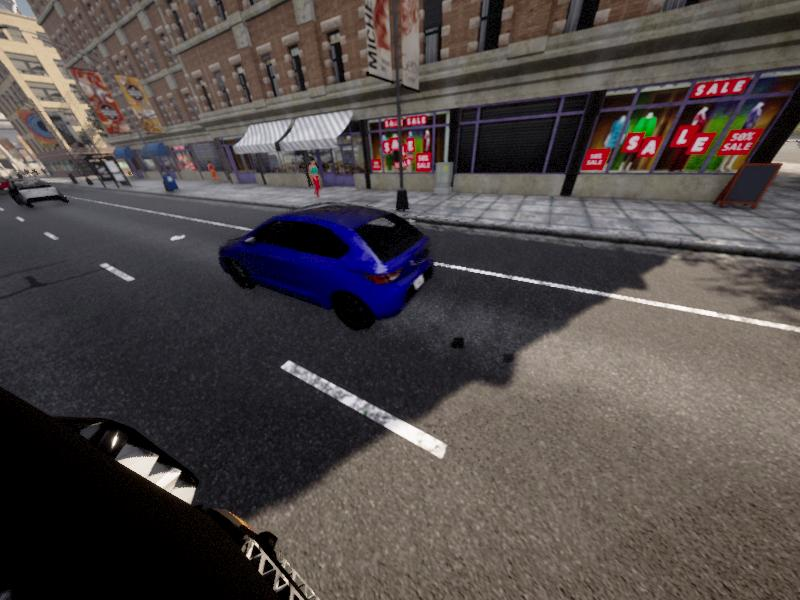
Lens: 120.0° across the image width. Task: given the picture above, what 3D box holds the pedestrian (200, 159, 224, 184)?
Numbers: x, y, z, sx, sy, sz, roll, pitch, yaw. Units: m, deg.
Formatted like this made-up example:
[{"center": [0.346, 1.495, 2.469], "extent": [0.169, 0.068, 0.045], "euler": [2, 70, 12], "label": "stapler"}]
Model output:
[{"center": [-16.825, -11.512, 20.741], "extent": [0.751, 1.860, 0.751], "euler": [13, 37, 23], "label": "pedestrian"}]

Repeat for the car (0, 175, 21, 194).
[{"center": [-43.482, -12.531, 25.095], "extent": [3.705, 1.549, 1.789], "euler": [17, 39, 28], "label": "car"}]

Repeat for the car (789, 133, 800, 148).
[{"center": [45.036, -16.935, 24.279], "extent": [1.930, 1.638, 5.238], "euler": [15, 38, 25], "label": "car"}]

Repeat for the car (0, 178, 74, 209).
[{"center": [-25.145, -7.427, 15.896], "extent": [4.514, 1.525, 2.007], "euler": [15, 38, 26], "label": "car"}]

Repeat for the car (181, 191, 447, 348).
[{"center": [-1.520, -0.932, 4.178], "extent": [4.193, 1.474, 1.816], "euler": [15, 38, 26], "label": "car"}]

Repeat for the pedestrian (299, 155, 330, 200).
[{"center": [-4.196, -6.039, 11.434], "extent": [0.751, 1.860, 0.751], "euler": [9, 35, 17], "label": "pedestrian"}]
